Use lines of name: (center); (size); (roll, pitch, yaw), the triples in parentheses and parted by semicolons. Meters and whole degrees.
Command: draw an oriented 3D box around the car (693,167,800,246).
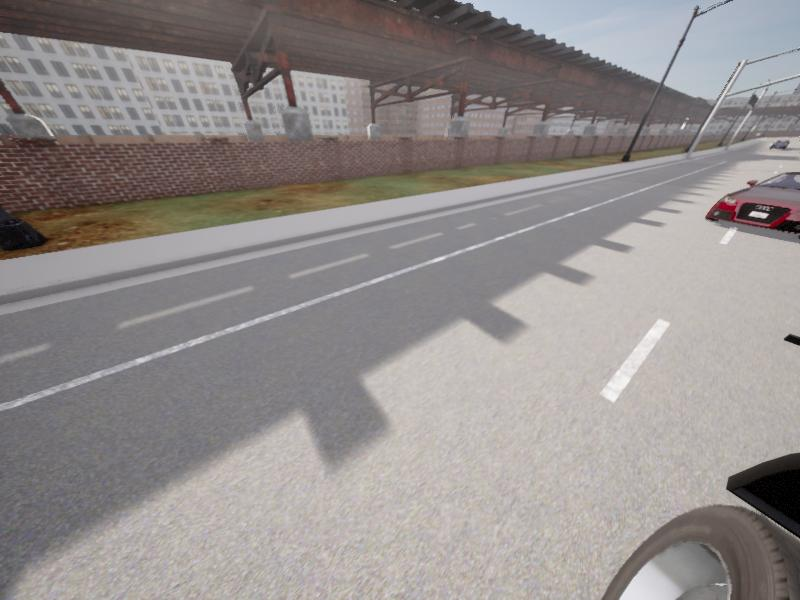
car: (11.462, -2.905, 6.745); (4.181, 1.385, 1.994); (-14, 38, -19)

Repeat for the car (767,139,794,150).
car: (66.944, -27.356, 40.627); (3.633, 1.501, 1.845); (-23, 41, -27)
